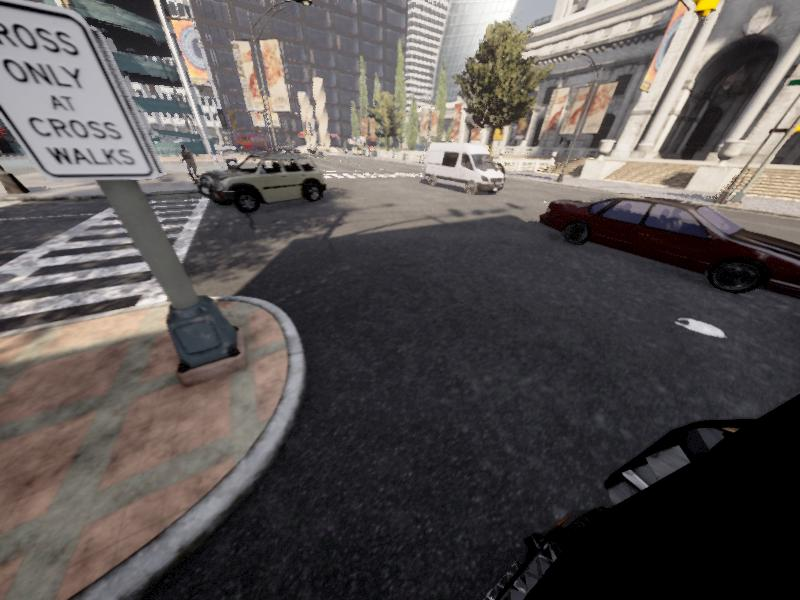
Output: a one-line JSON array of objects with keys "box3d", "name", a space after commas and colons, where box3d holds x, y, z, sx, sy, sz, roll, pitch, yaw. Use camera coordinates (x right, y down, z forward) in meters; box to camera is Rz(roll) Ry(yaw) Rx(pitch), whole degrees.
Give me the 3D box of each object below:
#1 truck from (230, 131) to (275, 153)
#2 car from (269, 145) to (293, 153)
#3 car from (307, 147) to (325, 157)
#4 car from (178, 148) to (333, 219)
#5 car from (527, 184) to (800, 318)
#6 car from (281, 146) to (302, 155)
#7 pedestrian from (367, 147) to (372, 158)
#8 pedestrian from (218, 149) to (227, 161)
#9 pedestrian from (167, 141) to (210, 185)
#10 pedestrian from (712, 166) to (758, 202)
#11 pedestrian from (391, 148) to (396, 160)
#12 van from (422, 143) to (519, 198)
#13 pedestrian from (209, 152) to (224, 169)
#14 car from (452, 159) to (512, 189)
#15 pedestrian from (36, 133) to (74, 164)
[{"box3d": [-35.114, -37.759, 55.260, 8.468, 3.827, 2.891, 9, 34, 9], "name": "truck"}, {"box3d": [-29.633, -37.615, 57.600, 4.902, 1.511, 2.128, 13, 35, 15], "name": "car"}, {"box3d": [-17.269, -30.453, 47.520, 3.705, 1.549, 1.789, 30, 42, 35], "name": "car"}, {"box3d": [-5.196, -4.835, 9.230, 1.932, 1.855, 4.605, 23, 38, 25], "name": "car"}, {"box3d": [6.518, -1.801, 5.900, 2.033, 1.411, 5.357, -16, 38, -26], "name": "car"}, {"box3d": [-24.495, -33.702, 52.099, 4.181, 1.385, 1.994, 21, 38, 26], "name": "car"}, {"box3d": [-6.483, -31.745, 49.640, 0.751, 1.860, 0.751, -19, 39, -30], "name": "pedestrian"}, {"box3d": [-20.143, -16.486, 26.225, 0.500, 1.100, 0.500, -13, 36, -22], "name": "pedestrian"}, {"box3d": [-10.542, -6.849, 11.601, 0.751, 1.860, 0.751, -5, 34, -12], "name": "pedestrian"}, {"box3d": [20.725, -7.178, 14.314, 0.751, 1.860, 0.751, -17, 38, -27], "name": "pedestrian"}, {"box3d": [-1.280, -28.809, 45.556, 0.751, 1.860, 0.751, -12, 36, -22], "name": "pedestrian"}, {"box3d": [4.024, -8.502, 14.845, 1.988, 2.561, 5.915, -16, 38, -26], "name": "van"}, {"box3d": [-14.876, -11.283, 18.709, 0.500, 1.100, 0.500, -5, 34, -11], "name": "pedestrian"}, {"box3d": [6.158, -9.837, 17.865, 1.851, 1.617, 3.988, -16, 38, -26], "name": "car"}, {"box3d": [-25.213, -11.045, 16.925, 0.751, 1.860, 0.751, 29, 41, 34], "name": "pedestrian"}]
